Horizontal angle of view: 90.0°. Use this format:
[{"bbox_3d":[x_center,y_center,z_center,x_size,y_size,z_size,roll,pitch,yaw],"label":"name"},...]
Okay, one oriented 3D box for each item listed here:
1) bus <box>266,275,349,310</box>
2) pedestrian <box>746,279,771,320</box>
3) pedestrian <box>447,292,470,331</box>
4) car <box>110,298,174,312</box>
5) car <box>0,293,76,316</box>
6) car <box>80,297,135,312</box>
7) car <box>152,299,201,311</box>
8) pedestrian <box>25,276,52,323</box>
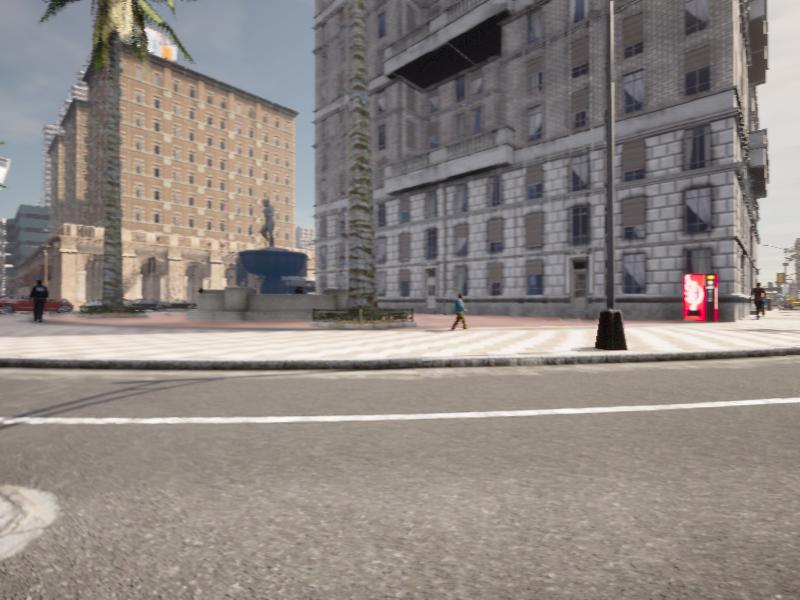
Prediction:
[{"bbox_3d":[-12.122,-0.850,53.249,3.944,4.253,10.273,0,0,44],"label":"bus"},{"bbox_3d":[16.934,-0.011,18.899,0.751,1.860,0.751,0,0,-40],"label":"pedestrian"},{"bbox_3d":[1.672,0.332,11.533,0.500,1.100,0.500,0,0,-13],"label":"pedestrian"},{"bbox_3d":[-27.218,0.522,42.307,2.033,1.411,5.357,0,0,44],"label":"car"},{"bbox_3d":[-28.429,0.348,30.842,2.152,1.651,5.027,0,-1,36],"label":"car"},{"bbox_3d":[-31.359,0.460,42.990,2.007,1.525,4.514,0,0,44],"label":"car"},{"bbox_3d":[-26.699,0.601,47.919,1.895,1.301,4.718,0,0,44],"label":"car"},{"bbox_3d":[-14.935,-0.022,16.511,0.751,1.860,0.751,0,0,43],"label":"pedestrian"}]
